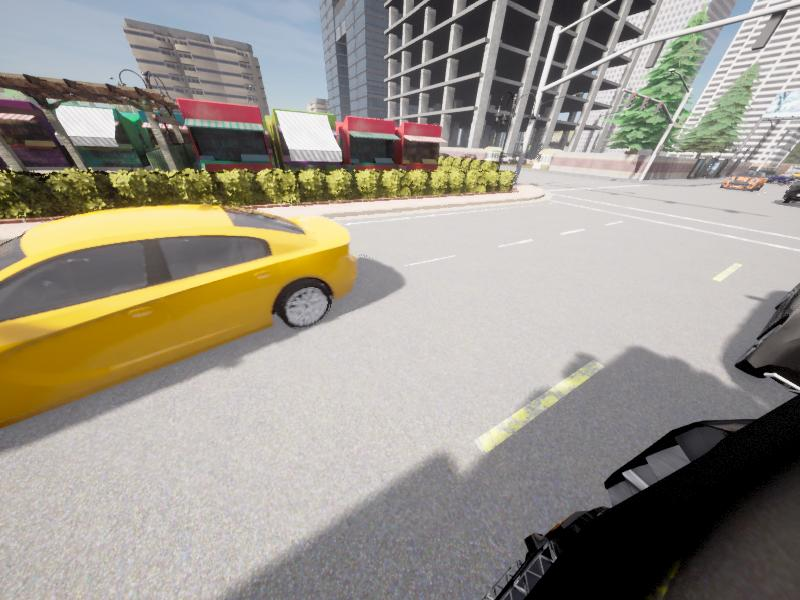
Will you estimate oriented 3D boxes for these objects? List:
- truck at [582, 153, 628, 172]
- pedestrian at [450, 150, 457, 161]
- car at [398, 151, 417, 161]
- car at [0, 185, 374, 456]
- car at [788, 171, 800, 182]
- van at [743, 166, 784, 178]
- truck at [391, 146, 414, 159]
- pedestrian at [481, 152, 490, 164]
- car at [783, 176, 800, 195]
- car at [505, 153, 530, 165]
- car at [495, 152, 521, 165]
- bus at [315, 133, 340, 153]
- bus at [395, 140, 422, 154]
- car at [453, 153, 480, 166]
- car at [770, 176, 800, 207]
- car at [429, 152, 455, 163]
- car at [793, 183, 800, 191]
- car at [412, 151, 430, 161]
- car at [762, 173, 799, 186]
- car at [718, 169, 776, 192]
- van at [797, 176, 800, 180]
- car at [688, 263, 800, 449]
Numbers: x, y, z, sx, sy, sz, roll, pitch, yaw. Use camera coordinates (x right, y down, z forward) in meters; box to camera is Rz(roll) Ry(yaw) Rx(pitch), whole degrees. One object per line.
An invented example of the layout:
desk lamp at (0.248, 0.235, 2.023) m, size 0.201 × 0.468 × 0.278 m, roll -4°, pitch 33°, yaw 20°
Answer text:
truck at (37.044, -25.037, 42.009) m, size 2.615 × 2.467 × 5.204 m, roll -15°, pitch 38°, yaw -25°
pedestrian at (10.987, -29.807, 47.597) m, size 0.751 × 1.860 × 0.751 m, roll -15°, pitch 38°, yaw -25°
car at (1.417, -28.814, 46.122) m, size 1.994 × 1.385 × 4.181 m, roll -16°, pitch 38°, yaw -26°
car at (-2.904, -0.191, 2.621) m, size 5.008 × 1.535 × 1.882 m, roll -24°, pitch 42°, yaw -34°
car at (74.692, -22.931, 42.887) m, size 5.008 × 1.535 × 1.882 m, roll -16°, pitch 38°, yaw -26°
van at (82.491, -29.159, 52.464) m, size 1.775 × 1.987 × 4.442 m, roll -15°, pitch 38°, yaw -25°
truck at (0.513, -33.959, 53.141) m, size 2.390 × 2.098 × 6.274 m, roll -16°, pitch 38°, yaw -26°
pedestrian at (15.046, -24.981, 40.641) m, size 0.751 × 1.860 × 0.751 m, roll -15°, pitch 38°, yaw -25°
car at (39.910, -11.161, 22.503) m, size 4.892 × 1.490 × 1.837 m, roll -15°, pitch 38°, yaw -25°
car at (23.685, -28.536, 46.714) m, size 1.905 × 1.878 × 3.866 m, roll -15°, pitch 38°, yaw -25°
car at (21.123, -27.831, 45.454) m, size 1.905 × 1.878 × 3.866 m, roll -15°, pitch 38°, yaw -25°
bus at (-20.661, -44.648, 65.643) m, size 3.944 × 4.253 × 10.273 m, roll -16°, pitch 38°, yaw -26°
bus at (3.538, -61.998, 93.752) m, size 10.273 × 4.253 × 3.944 m, roll -15°, pitch 38°, yaw -25°
car at (10.931, -23.241, 38.249) m, size 1.851 × 1.617 × 3.988 m, roll -16°, pitch 38°, yaw -26°
car at (28.523, -6.858, 14.968) m, size 5.238 × 1.638 × 1.930 m, roll 3°, pitch 33°, yaw -2°
car at (7.667, -26.496, 42.961) m, size 1.882 × 1.535 × 5.008 m, roll -16°, pitch 38°, yaw -26°
car at (46.194, -12.885, 25.586) m, size 4.892 × 1.490 × 1.837 m, roll -15°, pitch 38°, yaw -25°
car at (4.332, -29.872, 47.773) m, size 1.789 × 1.549 × 3.705 m, roll -16°, pitch 38°, yaw -26°
car at (54.322, -17.249, 32.968) m, size 4.718 × 1.301 × 1.895 m, roll -15°, pitch 38°, yaw -25°
car at (35.163, -12.204, 23.433) m, size 4.553 × 1.767 × 2.097 m, roll -15°, pitch 38°, yaw -25°
van at (86.420, -25.336, 46.473) m, size 1.988 × 2.561 × 5.915 m, roll -15°, pitch 38°, yaw -25°
car at (6.038, 0.331, 2.552) m, size 4.902 × 1.511 × 2.128 m, roll -15°, pitch 38°, yaw -25°
